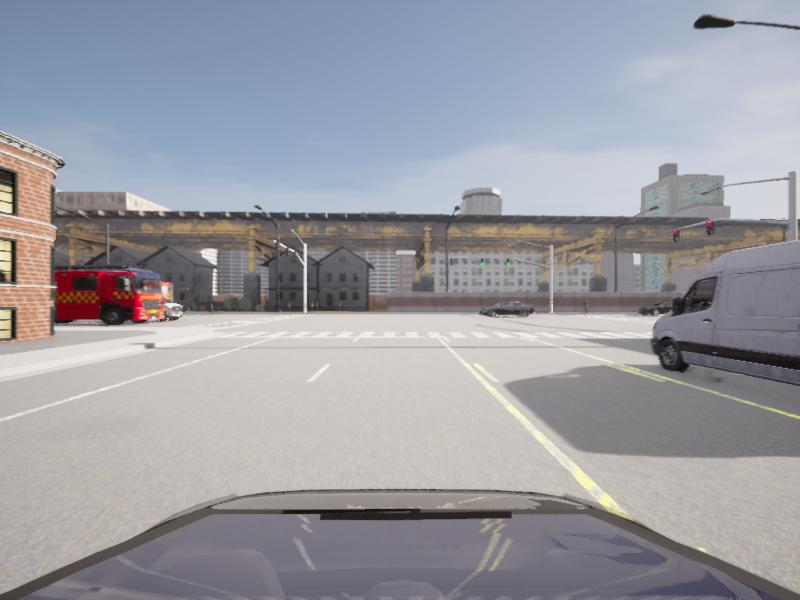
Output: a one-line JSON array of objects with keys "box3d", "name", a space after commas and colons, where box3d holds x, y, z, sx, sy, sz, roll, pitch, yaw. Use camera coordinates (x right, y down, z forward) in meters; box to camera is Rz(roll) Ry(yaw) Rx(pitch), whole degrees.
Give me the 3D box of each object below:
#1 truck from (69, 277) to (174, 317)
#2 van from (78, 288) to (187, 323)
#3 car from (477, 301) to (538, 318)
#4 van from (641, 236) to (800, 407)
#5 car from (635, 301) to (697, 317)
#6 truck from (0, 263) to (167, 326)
[{"box3d": [-27.476, -0.309, 39.750, 8.468, 3.827, 2.891, 0, 0, 0], "name": "truck"}, {"box3d": [-19.431, 0.387, 29.297, 6.366, 2.431, 2.351, 0, 0, 1], "name": "van"}, {"box3d": [9.659, 0.846, 36.241, 4.902, 1.511, 2.128, 0, 0, 0], "name": "car"}, {"box3d": [6.990, 0.325, 7.007, 1.988, 2.561, 5.915, 0, 0, 0], "name": "van"}, {"box3d": [26.368, 0.857, 39.743, 4.892, 1.490, 1.837, 0, 0, 0], "name": "car"}, {"box3d": [-20.092, -0.314, 25.741, 8.468, 3.827, 2.891, 0, 0, 0], "name": "truck"}]
